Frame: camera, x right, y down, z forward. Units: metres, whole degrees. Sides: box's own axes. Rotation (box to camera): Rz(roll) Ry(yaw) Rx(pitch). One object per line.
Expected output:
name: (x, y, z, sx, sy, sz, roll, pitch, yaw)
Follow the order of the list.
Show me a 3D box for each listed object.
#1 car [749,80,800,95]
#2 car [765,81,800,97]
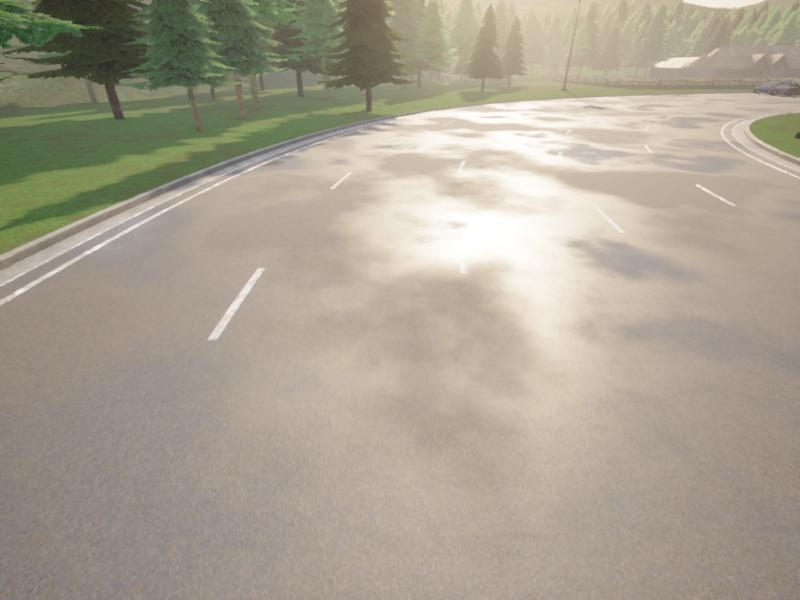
car: (46.520, -26.358, 49.636, 4.792, 1.488, 2.163, -7, 31, -12)
car: (45.161, -24.402, 46.282, 4.193, 1.474, 1.816, -7, 31, -12)
